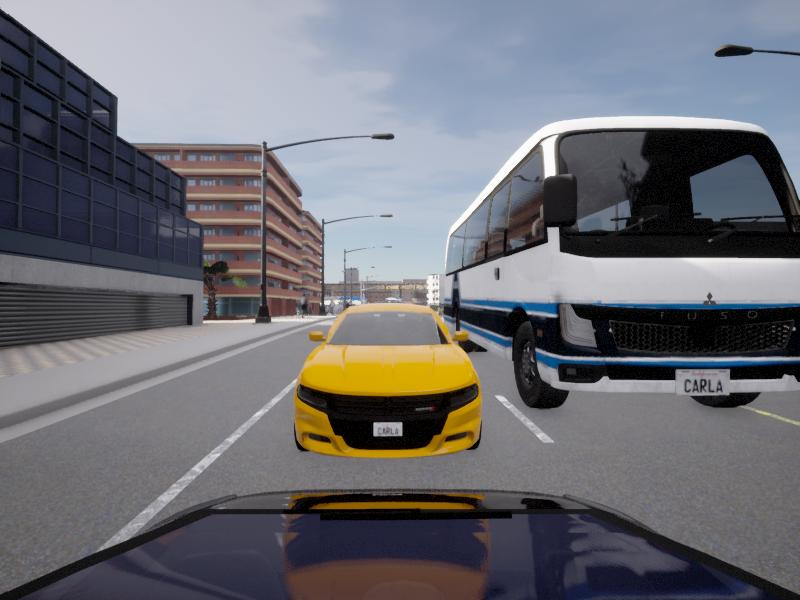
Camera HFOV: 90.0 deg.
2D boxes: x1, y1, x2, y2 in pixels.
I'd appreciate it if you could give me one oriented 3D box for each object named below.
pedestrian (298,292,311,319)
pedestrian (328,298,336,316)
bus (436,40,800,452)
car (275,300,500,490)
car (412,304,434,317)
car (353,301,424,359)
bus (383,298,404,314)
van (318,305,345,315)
[{"bbox_3d":[-6.786,0.392,28.367,0.751,1.860,0.751,0,-1,-1],"label":"pedestrian"},{"bbox_3d":[-7.119,0.712,41.879,0.751,1.860,0.751,0,-1,1],"label":"pedestrian"},{"bbox_3d":[3.384,-0.601,9.306,3.944,4.253,10.273,0,1,-1],"label":"bus"},{"bbox_3d":[-0.158,0.790,5.854,1.882,1.535,5.008,0,1,-1],"label":"car"},{"bbox_3d":[2.478,1.196,44.252,2.033,1.411,5.357,0,-2,-1],"label":"car"},{"bbox_3d":[-0.325,0.768,12.619,1.812,1.442,4.674,0,1,-1],"label":"car"},{"bbox_3d":[-1.633,1.603,107.266,3.944,4.253,10.273,0,-1,10],"label":"bus"},{"bbox_3d":[-16.906,2.370,98.791,6.366,2.431,2.351,0,-1,-2],"label":"van"}]
